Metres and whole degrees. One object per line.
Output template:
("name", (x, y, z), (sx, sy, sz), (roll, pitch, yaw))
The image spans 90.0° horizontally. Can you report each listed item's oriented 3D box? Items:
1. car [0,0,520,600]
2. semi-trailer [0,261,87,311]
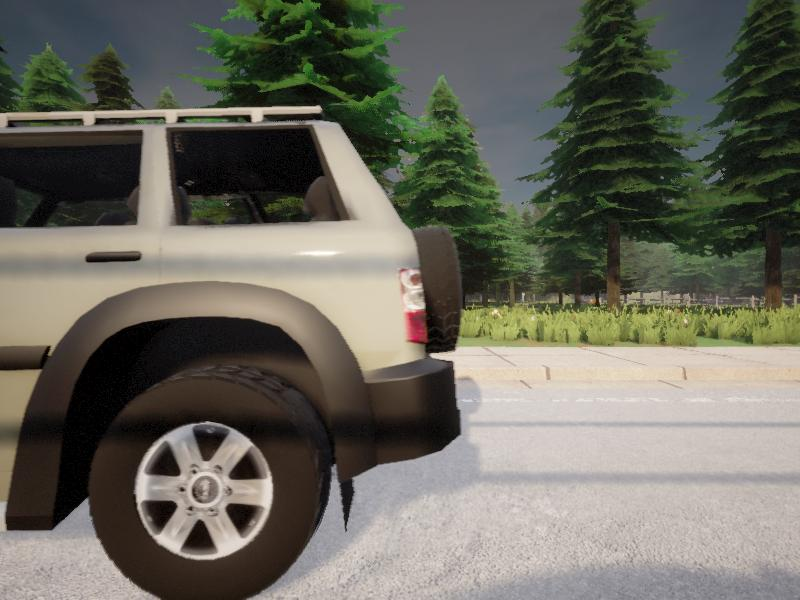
("car", (-1.956, 0.049, 2.186), (4.605, 1.855, 1.932), (-1, 0, 0))
("semi-trailer", (-36.831, -1.217, 38.251), (2.717, 4.402, 14.254), (0, 0, 0))
